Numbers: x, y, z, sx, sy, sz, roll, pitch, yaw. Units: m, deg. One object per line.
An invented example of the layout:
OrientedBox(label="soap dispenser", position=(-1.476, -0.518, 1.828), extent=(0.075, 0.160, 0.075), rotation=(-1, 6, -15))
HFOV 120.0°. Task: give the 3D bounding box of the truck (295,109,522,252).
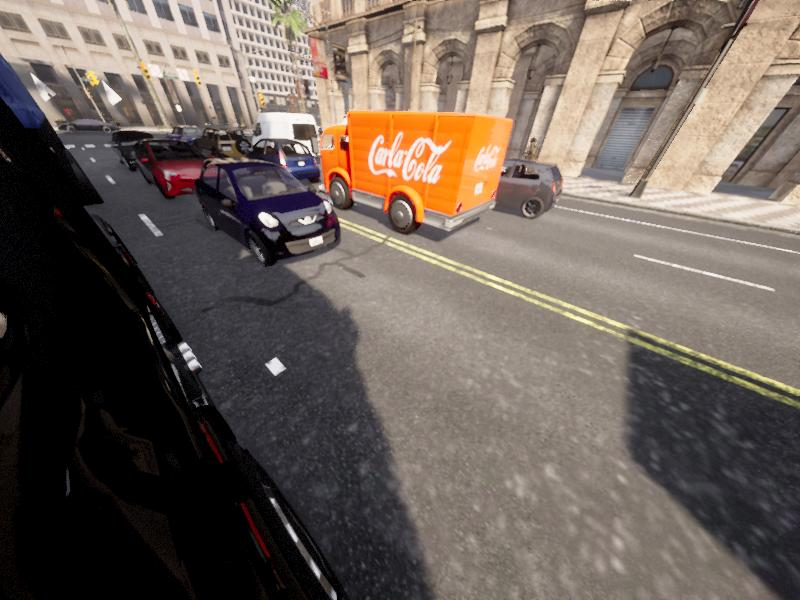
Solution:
OrientedBox(label="truck", position=(-0.074, -3.702, 6.523), extent=(5.204, 2.467, 2.627), rotation=(28, 44, 30))

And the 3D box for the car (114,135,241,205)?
OrientedBox(label="car", position=(-8.087, -4.906, 8.376), extent=(4.514, 1.525, 2.007), rotation=(29, 44, 30))

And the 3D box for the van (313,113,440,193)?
OrientedBox(label="van", position=(-1.313, -7.162, 10.987), extent=(5.915, 2.561, 1.988), rotation=(28, 44, 30))

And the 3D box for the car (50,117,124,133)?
OrientedBox(label="car", position=(-39.015, -21.859, 28.974), extent=(2.033, 1.411, 5.357), rotation=(29, 44, 30))

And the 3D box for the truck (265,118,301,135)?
OrientedBox(label="truck", position=(-22.464, -33.385, 44.524), extent=(2.627, 2.467, 5.204), rotation=(29, 44, 30))

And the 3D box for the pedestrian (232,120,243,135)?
OrientedBox(label="pedestrian", position=(-26.814, -28.425, 38.098), extent=(0.751, 1.860, 0.751), rotation=(28, 44, 30))

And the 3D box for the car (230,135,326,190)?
OrientedBox(label="car", position=(-5.402, -6.238, 10.260), extent=(3.988, 1.617, 1.851), rotation=(28, 44, 30))

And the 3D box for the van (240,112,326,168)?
OrientedBox(label="van", position=(-7.703, -10.630, 15.174), extent=(5.915, 2.561, 1.988), rotation=(29, 44, 30))

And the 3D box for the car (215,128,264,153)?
OrientedBox(label="car", position=(-13.199, -13.175, 19.034), extent=(3.633, 1.501, 1.845), rotation=(29, 44, 30))

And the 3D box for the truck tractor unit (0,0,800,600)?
OrientedBox(label="truck tractor unit", position=(-2.645, -0.295, 0.351), extent=(6.516, 4.208, 3.053), rotation=(28, 44, 30))

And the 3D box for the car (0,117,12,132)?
OrientedBox(label="car", position=(-44.377, -18.248, 23.833), extent=(1.994, 1.385, 4.181), rotation=(28, 44, 30))

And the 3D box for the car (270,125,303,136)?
OrientedBox(label="car", position=(-20.710, -30.946, 42.217), extent=(2.163, 1.488, 4.792), rotation=(29, 44, 30))

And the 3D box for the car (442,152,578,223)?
OrientedBox(label="car", position=(3.612, -4.081, 8.058), extent=(3.633, 1.501, 1.845), rotation=(28, 44, 30))

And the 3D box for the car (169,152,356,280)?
OrientedBox(label="car", position=(-2.914, -2.093, 4.976), extent=(3.633, 1.501, 1.845), rotation=(28, 44, 30))

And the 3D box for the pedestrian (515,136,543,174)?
OrientedBox(label="pedestrian", position=(7.826, -8.824, 14.081), extent=(0.751, 1.860, 0.751), rotation=(31, 45, 32))

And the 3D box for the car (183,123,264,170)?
OrientedBox(label="car", position=(-10.175, -8.938, 13.307), extent=(4.605, 1.855, 1.932), rotation=(28, 44, 30))

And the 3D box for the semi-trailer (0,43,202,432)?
OrientedBox(label="semi-trailer", position=(-8.690, -3.623, 4.217), extent=(14.254, 4.402, 2.717), rotation=(28, 44, 30))

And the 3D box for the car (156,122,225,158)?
OrientedBox(label="car", position=(-14.803, -11.393, 16.334), extent=(4.553, 1.767, 2.097), rotation=(29, 44, 30))

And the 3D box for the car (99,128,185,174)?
OrientedBox(label="car", position=(-13.170, -7.672, 11.742), extent=(4.892, 1.490, 1.837), rotation=(29, 44, 30))

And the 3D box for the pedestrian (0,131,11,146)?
OrientedBox(label="pedestrian", position=(-27.658, -11.461, 15.469), extent=(0.751, 1.860, 0.751), rotation=(31, 45, 32))
